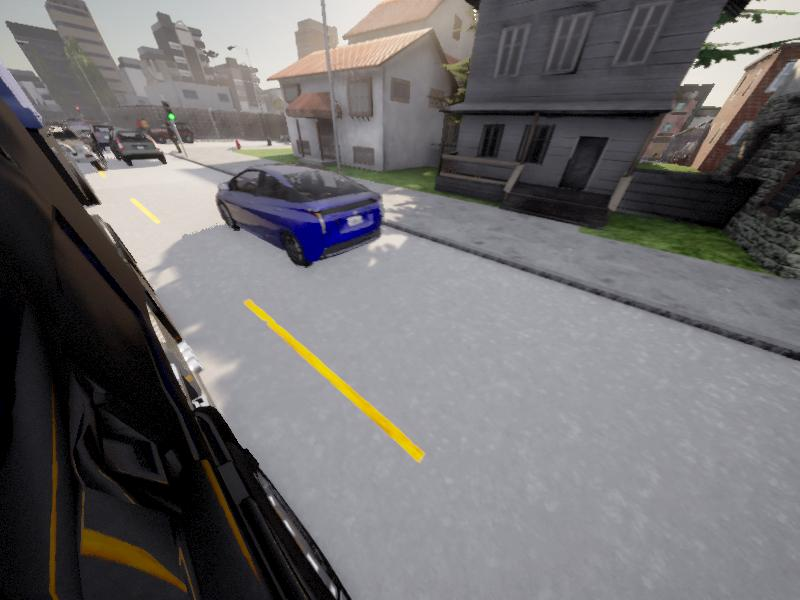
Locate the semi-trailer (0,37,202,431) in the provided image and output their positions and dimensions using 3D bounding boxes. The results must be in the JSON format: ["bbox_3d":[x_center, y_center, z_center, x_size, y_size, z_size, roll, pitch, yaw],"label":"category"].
[{"bbox_3d":[-8.724,-3.580,4.211,14.254,4.402,2.717,28,43,30],"label":"semi-trailer"}]

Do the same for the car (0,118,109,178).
[{"bbox_3d":[-15.442,-7.083,10.613,1.932,1.855,4.605,-28,47,-35],"label":"car"}]

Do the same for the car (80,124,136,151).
[{"bbox_3d":[-22.407,-12.490,17.732,3.633,1.501,1.845,27,43,29],"label":"car"}]

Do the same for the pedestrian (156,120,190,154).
[{"bbox_3d":[-15.790,-11.325,16.119,0.751,1.860,0.751,8,37,7],"label":"pedestrian"}]

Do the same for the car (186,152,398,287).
[{"bbox_3d":[-2.442,-2.174,5.173,4.514,1.525,2.007,27,43,29],"label":"car"}]

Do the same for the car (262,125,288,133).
[{"bbox_3d":[-32.447,-44.438,60.140,2.033,1.415,5.357,27,43,29],"label":"car"}]

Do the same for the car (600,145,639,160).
[{"bbox_3d":[32.462,-21.953,34.278,3.806,1.475,1.970,27,43,29],"label":"car"}]

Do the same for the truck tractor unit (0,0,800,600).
[{"bbox_3d":[-2.645,-0.295,0.351,6.516,4.208,3.053,28,44,30],"label":"truck tractor unit"}]

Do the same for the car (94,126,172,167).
[{"bbox_3d":[-15.280,-8.842,13.230,3.988,1.617,1.851,27,43,29],"label":"car"}]

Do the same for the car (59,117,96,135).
[{"bbox_3d":[-41.103,-22.160,29.424,4.856,1.649,2.033,28,43,30],"label":"car"}]

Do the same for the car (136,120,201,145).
[{"bbox_3d":[-23.347,-17.033,23.491,1.905,1.878,3.866,24,42,26],"label":"car"}]

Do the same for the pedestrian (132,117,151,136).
[{"bbox_3d":[-32.315,-21.622,28.872,0.751,1.860,0.751,26,42,28],"label":"pedestrian"}]

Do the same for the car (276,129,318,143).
[{"bbox_3d":[-14.544,-23.270,32.827,2.128,1.511,4.902,27,43,29],"label":"car"}]

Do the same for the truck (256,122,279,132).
[{"bbox_3d":[-35.402,-46.348,61.992,2.069,2.038,4.478,27,43,29],"label":"truck"}]

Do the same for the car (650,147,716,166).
[{"bbox_3d":[37.628,-19.320,30.989,5.366,1.575,1.801,27,43,29],"label":"car"}]
